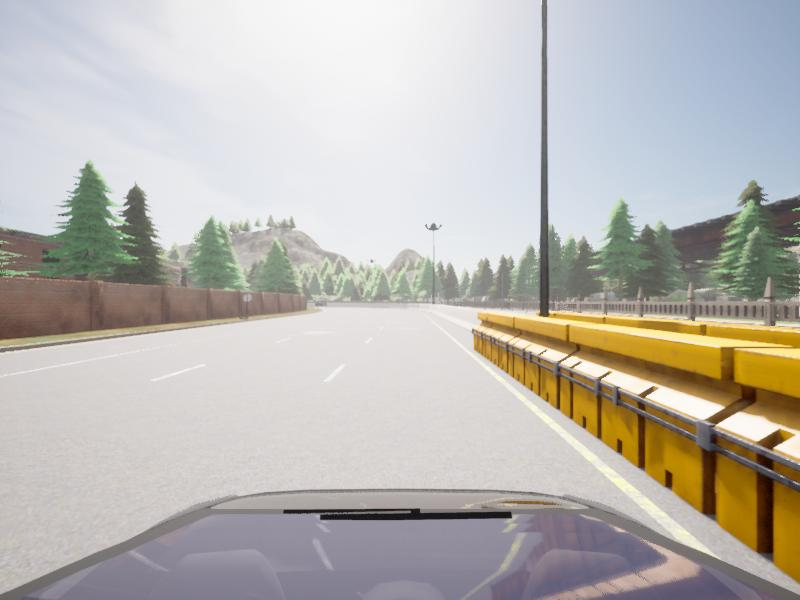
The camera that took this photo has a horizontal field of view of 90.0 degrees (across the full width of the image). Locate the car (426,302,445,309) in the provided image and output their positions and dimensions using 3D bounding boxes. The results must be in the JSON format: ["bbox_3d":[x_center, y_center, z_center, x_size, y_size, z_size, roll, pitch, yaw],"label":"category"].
[{"bbox_3d":[7.265,1.123,82.435,2.128,1.511,4.902,0,0,-18],"label":"car"}]

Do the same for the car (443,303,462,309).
[{"bbox_3d":[10.843,1.193,82.724,1.895,1.301,4.718,0,0,-18],"label":"car"}]

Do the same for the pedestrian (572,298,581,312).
[{"bbox_3d":[22.434,0.643,50.918,0.751,1.860,0.751,0,0,0],"label":"pedestrian"}]
